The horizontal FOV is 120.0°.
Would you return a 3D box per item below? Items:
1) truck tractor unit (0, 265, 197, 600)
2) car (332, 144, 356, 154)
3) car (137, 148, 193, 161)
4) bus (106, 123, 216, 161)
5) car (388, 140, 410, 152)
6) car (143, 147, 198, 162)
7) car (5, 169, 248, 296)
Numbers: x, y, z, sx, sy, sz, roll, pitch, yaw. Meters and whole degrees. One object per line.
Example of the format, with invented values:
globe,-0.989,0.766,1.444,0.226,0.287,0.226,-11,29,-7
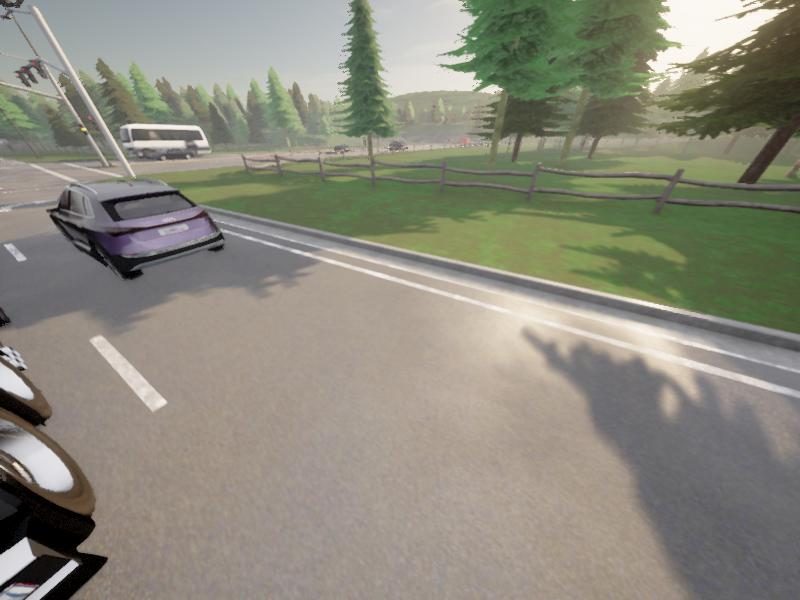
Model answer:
truck tractor unit,-5.115,-0.295,0.788,6.516,4.208,3.053,18,39,24
car,-11.359,-31.118,47.508,1.837,1.490,4.892,18,39,24
car,-34.019,-21.276,33.664,2.033,1.411,5.357,17,39,24
bus,-35.964,-24.416,35.693,3.944,4.253,10.273,17,39,24
car,-0.154,-34.523,51.814,2.150,2.045,5.566,18,39,25
car,-31.295,-20.013,31.737,1.837,1.490,4.892,17,39,24
car,-6.299,-1.927,5.406,4.856,1.649,2.033,18,39,24
